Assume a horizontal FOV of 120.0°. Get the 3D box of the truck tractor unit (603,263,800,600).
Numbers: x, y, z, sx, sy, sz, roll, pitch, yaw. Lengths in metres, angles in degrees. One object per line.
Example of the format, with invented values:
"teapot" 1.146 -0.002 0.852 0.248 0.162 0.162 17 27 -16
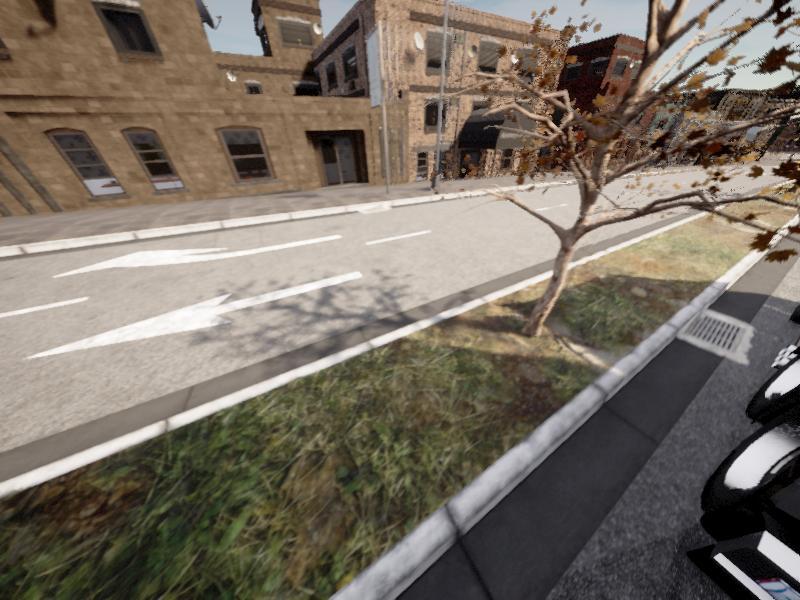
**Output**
"truck tractor unit" 5.107 -0.307 0.786 6.516 4.208 3.053 -18 39 -24
